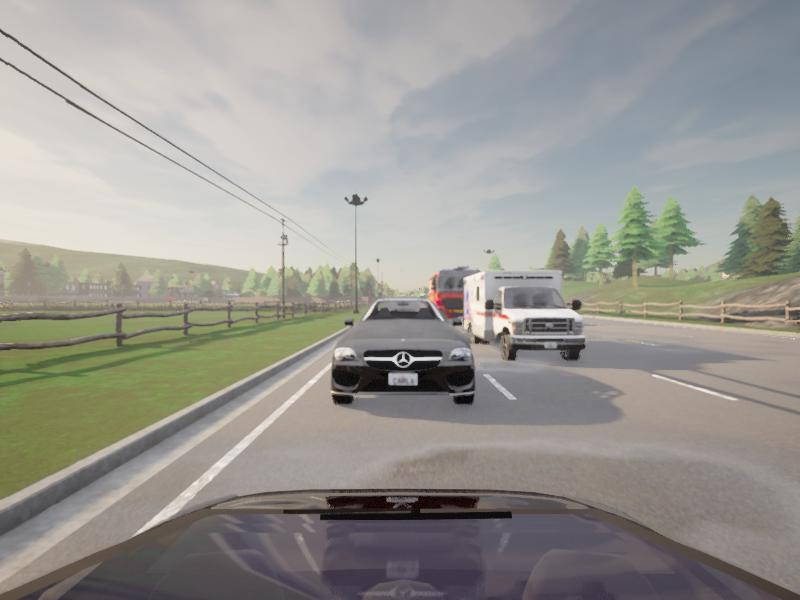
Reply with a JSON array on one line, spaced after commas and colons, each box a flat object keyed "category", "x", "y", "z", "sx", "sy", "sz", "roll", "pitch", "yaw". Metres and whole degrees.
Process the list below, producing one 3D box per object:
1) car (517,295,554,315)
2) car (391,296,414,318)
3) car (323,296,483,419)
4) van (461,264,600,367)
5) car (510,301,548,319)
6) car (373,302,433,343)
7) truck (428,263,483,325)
[{"category": "car", "x": 14.308, "y": 0.508, "z": 42.652, "sx": 2.150, "sy": 2.045, "sz": 5.566, "roll": 0, "pitch": 0, "yaw": 0}, {"category": "car", "x": 0.260, "y": 0.601, "z": 35.670, "sx": 1.932, "sy": 1.855, "sz": 4.605, "roll": 0, "pitch": 0, "yaw": 0}, {"category": "car", "x": 0.059, "y": 0.768, "z": 7.878, "sx": 2.152, "sy": 1.651, "sz": 5.027, "roll": 0, "pitch": 0, "yaw": 0}, {"category": "van", "x": 3.582, "y": 0.359, "z": 12.661, "sx": 2.351, "sy": 2.431, "sz": 6.366, "roll": 0, "pitch": 0, "yaw": 0}, {"category": "car", "x": 10.743, "y": 0.805, "z": 33.672, "sx": 1.970, "sy": 1.475, "sz": 3.806, "roll": 0, "pitch": 0, "yaw": 0}, {"category": "car", "x": 0.124, "y": 0.826, "z": 16.944, "sx": 2.163, "sy": 1.488, "sz": 4.792, "roll": 0, "pitch": 0, "yaw": 0}, {"category": "truck", "x": 3.705, "y": -0.362, "z": 28.814, "sx": 2.891, "sy": 3.827, "sz": 8.468, "roll": 0, "pitch": 0, "yaw": 0}]
